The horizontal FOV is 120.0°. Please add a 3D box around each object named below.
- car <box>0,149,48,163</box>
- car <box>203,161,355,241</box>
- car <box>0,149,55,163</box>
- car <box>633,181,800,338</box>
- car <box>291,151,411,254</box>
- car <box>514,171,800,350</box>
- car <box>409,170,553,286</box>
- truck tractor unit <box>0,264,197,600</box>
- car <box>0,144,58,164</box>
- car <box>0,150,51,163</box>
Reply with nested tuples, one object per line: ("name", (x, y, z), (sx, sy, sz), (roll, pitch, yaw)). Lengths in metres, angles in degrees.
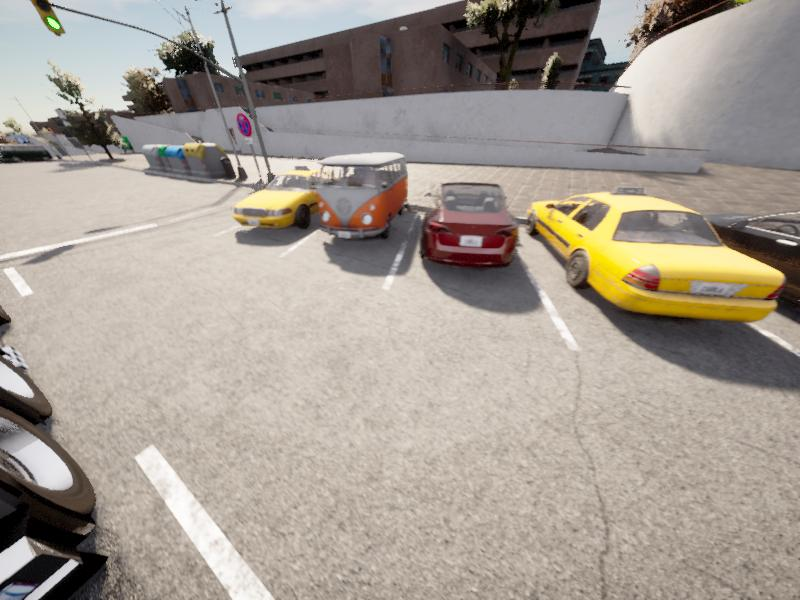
("car", (-56.547, -21.002, 33.670), (1.946, 1.575, 5.366), (5, 34, 9))
("car", (-3.535, -3.885, 8.293), (1.946, 1.575, 5.366), (6, 35, 8))
("car", (-51.365, -19.504, 31.304), (2.002, 1.452, 4.674), (4, 34, 9))
("car", (6.821, -0.620, 3.514), (2.231, 1.521, 4.892), (6, 35, 8))
("car", (-0.941, -3.267, 6.990), (1.878, 1.987, 4.442), (6, 35, 8))
("car", (4.272, -1.571, 4.898), (1.946, 1.575, 5.366), (5, 34, 8))
("car", (1.661, -2.297, 6.022), (2.163, 1.488, 4.792), (5, 35, 8))
("truck tractor unit", (-5.121, -0.287, 0.792), (6.516, 4.208, 3.053), (18, 39, 24))
("car", (-48.804, -18.881, 29.792), (1.878, 1.987, 4.442), (5, 34, 9))
("car", (-53.935, -20.287, 32.577), (2.002, 1.452, 4.674), (5, 34, 9))
